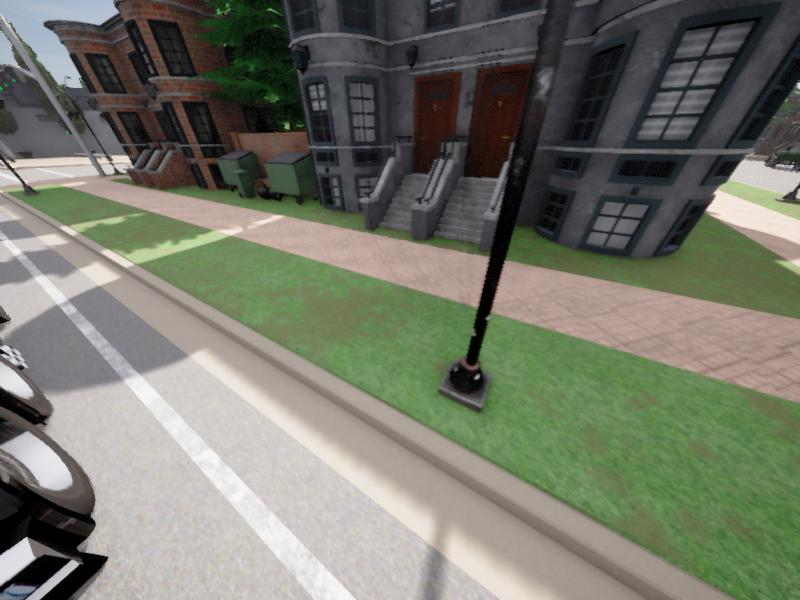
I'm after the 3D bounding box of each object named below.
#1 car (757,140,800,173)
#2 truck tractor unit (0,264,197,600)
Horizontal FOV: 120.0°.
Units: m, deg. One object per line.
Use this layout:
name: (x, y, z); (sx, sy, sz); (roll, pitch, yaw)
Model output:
car: (32.192, -11.267, 18.045); (2.150, 2.045, 5.566); (17, 38, 23)
truck tractor unit: (-5.109, -0.302, 0.781); (6.516, 4.208, 3.053); (18, 39, 24)
